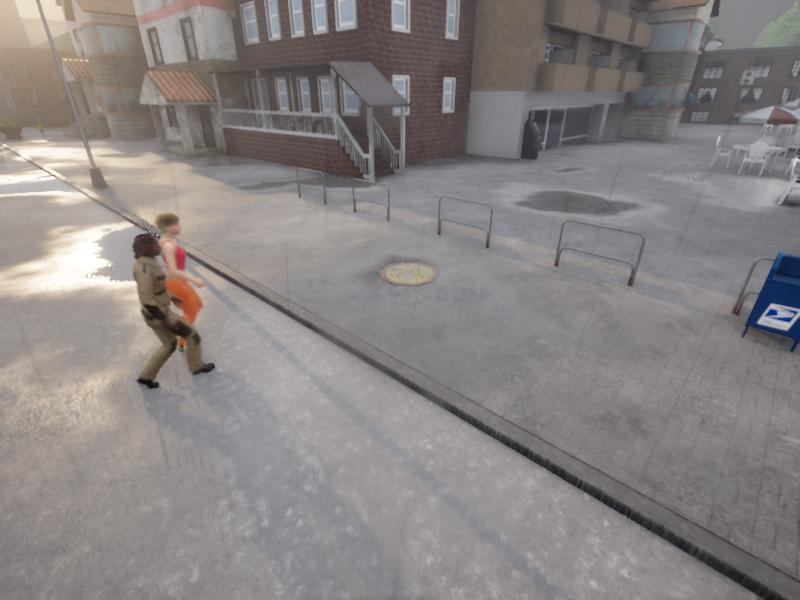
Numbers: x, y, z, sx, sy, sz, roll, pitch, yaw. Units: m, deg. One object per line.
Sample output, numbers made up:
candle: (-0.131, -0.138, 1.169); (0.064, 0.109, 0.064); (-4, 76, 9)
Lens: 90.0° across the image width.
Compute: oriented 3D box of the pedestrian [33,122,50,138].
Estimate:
pedestrian: (-27.139, -12.893, 30.298); (0.500, 1.100, 0.500); (18, 32, 31)

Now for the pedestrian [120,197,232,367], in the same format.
pedestrian: (-2.739, -0.234, 4.984); (0.751, 1.860, 0.751); (-15, 31, -27)

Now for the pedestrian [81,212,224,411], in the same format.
pedestrian: (-2.594, 0.115, 4.304); (0.751, 1.860, 0.751); (-22, 34, -35)

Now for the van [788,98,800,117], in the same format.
van: (59.972, -27.418, 56.923); (6.366, 2.431, 2.351); (23, 35, 37)
